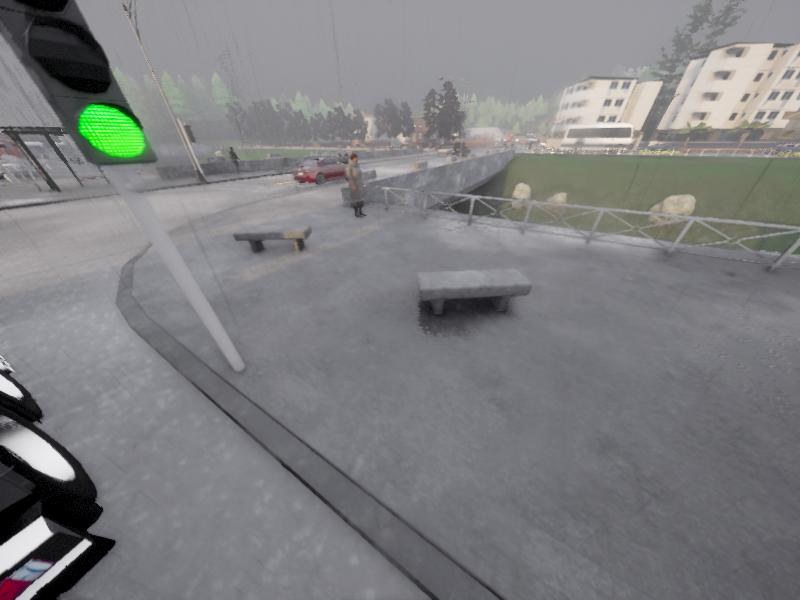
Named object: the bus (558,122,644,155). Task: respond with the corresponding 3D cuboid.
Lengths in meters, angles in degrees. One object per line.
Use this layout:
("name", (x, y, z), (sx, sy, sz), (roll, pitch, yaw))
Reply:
("bus", (34.724, -28.408, 40.747), (10.273, 4.253, 3.944), (21, 41, 28))

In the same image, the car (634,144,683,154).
("car", (44.643, -26.271, 40.085), (5.357, 1.411, 2.033), (18, 39, 25))

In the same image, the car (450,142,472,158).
("car", (9.110, -22.354, 34.359), (1.905, 1.878, 3.866), (18, 39, 25))

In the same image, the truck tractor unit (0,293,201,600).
("truck tractor unit", (-5.158, -0.250, 0.717), (6.516, 4.208, 3.053), (16, 38, 22))

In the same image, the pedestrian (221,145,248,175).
("pedestrian", (-12.358, -10.445, 17.265), (0.751, 1.860, 0.751), (10, 36, 14))

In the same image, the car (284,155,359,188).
("car", (-4.854, -8.448, 14.981), (1.994, 1.385, 4.181), (18, 39, 25))

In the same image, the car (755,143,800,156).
("car", (56.711, -22.314, 34.221), (3.806, 1.475, 1.970), (18, 39, 25))

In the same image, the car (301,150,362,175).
("car", (-5.726, -12.068, 20.063), (2.128, 1.511, 4.902), (19, 39, 25))

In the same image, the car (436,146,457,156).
("car", (8.016, -25.563, 39.499), (1.895, 1.301, 4.718), (18, 39, 25))

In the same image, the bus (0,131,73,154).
("bus", (-86.080, -36.647, 53.704), (3.944, 4.253, 10.273), (18, 39, 25))

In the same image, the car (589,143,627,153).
("car", (38.536, -28.252, 42.900), (4.892, 1.490, 1.837), (19, 39, 25))

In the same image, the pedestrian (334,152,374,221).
("pedestrian", (-1.419, -3.622, 7.389), (0.751, 1.860, 0.751), (17, 39, 24))

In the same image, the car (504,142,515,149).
("car", (30.581, -43.280, 64.485), (1.789, 1.549, 3.705), (18, 39, 25))

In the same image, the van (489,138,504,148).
("van", (28.192, -45.822, 67.398), (2.351, 2.431, 6.366), (18, 39, 25))

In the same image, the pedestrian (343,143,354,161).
("pedestrian", (-6.121, -17.774, 27.729), (0.751, 1.860, 0.751), (23, 41, 30))
